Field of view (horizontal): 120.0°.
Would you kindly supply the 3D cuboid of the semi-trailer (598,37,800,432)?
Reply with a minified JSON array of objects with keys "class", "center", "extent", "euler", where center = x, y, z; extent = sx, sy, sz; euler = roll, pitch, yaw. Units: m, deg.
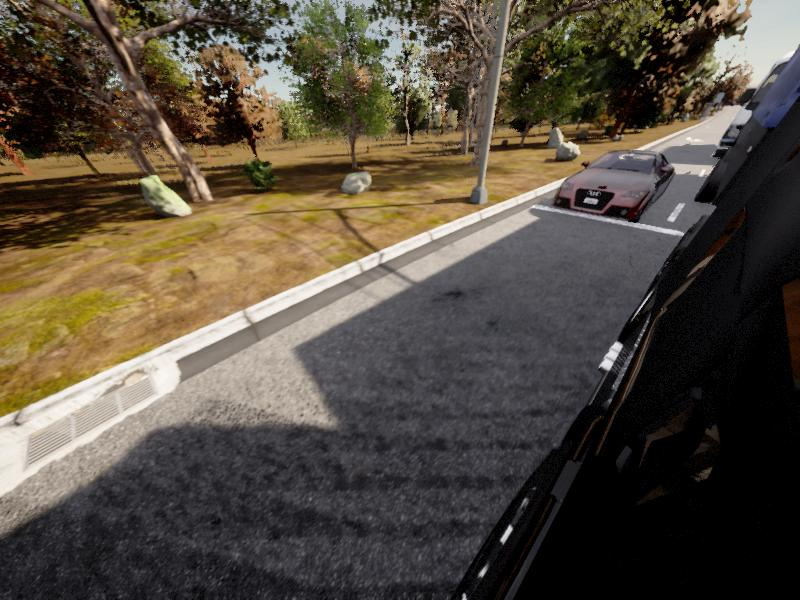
[{"class":"semi-trailer","center":[8.655,-3.658,4.234],"extent":[14.254,4.402,2.717],"euler":[-29,45,-30]}]

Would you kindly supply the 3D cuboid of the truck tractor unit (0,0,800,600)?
[{"class":"truck tractor unit","center":[2.645,-0.295,0.351],"extent":[6.516,4.208,3.053],"euler":[-28,44,-30]}]

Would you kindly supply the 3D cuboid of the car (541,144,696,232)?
[{"class":"car","center":[6.280,-3.453,6.635],"extent":[4.181,1.385,1.994],"euler":[-29,44,-30]}]

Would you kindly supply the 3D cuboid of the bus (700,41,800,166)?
[{"class":"bus","center":[21.013,-10.420,12.382],"extent":[10.273,4.253,3.944],"euler":[-30,45,-30]}]
